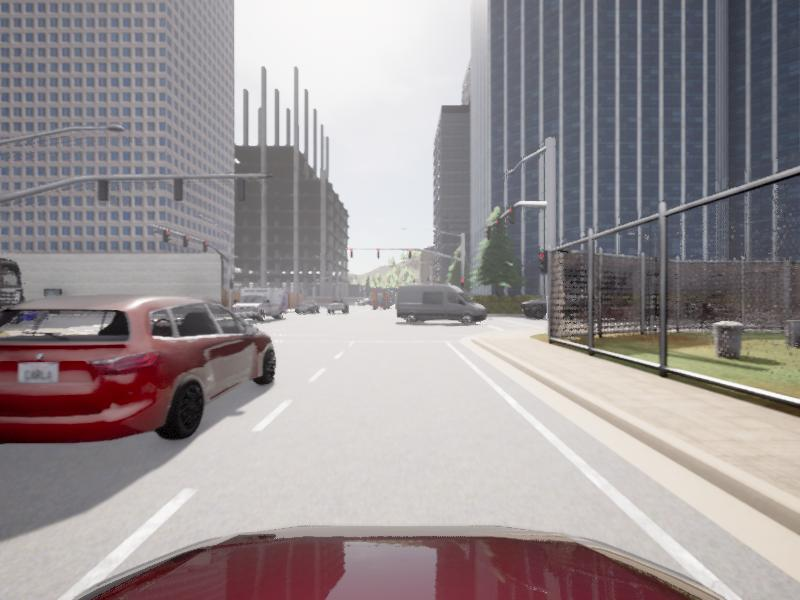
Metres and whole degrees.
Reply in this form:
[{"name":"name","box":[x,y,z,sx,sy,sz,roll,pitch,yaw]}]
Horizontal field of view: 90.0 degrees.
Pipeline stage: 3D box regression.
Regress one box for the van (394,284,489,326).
[{"name":"van","box":[2.714,0.290,26.497,5.915,2.561,1.988,0,1,23]}]

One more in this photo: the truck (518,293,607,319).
[{"name":"truck","box":[13.101,0.479,32.637,6.274,2.098,2.390,0,0,0]}]

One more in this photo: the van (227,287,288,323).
[{"name":"van","box":[-10.505,0.342,30.222,2.351,2.431,6.366,0,0,0]}]

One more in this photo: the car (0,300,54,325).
[{"name":"car","box":[-25.371,0.767,25.717,4.514,1.525,2.007,0,0,0]}]

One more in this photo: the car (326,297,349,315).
[{"name":"car","box":[-7.007,0.640,45.539,1.932,1.855,4.605,0,0,0]}]

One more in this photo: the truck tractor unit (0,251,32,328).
[{"name":"truck tractor unit","box":[-25.112,-0.576,22.213,6.516,4.208,3.053,0,0,0]}]

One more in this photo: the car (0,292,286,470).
[{"name":"car","box":[-3.479,0.755,6.037,2.242,1.667,4.611,0,0,0]}]

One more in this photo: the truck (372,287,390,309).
[{"name":"truck","box":[-3.505,-0.339,74.388,2.891,3.827,8.468,0,0,0]}]

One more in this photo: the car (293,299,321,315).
[{"name":"car","box":[-10.506,0.767,45.625,2.033,1.649,4.856,0,0,0]}]
